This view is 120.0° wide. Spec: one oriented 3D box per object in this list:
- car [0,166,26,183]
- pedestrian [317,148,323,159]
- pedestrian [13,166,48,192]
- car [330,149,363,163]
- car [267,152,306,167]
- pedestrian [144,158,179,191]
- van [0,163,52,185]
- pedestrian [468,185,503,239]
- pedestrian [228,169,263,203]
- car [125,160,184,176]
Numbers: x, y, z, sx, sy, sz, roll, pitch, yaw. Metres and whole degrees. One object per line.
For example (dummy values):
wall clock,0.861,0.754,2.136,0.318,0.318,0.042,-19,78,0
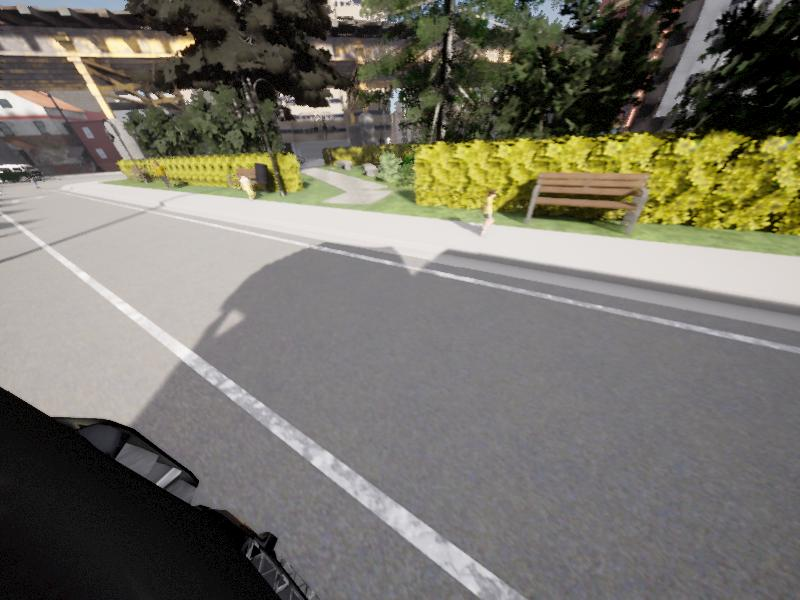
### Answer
car,-56.125,-17.133,31.726,4.605,1.855,1.932,-10,35,-11
pedestrian,-16.379,-30.055,47.457,0.751,1.860,0.751,-10,35,-10
pedestrian,-32.515,-10.671,20.376,0.751,1.860,0.751,26,44,36
car,-8.761,-23.576,37.845,5.027,1.651,2.152,-10,35,-11
car,-17.557,-21.962,36.132,5.027,1.651,2.152,-10,35,-11
pedestrian,-15.991,-8.425,15.544,0.751,1.860,0.751,16,39,26
van,-49.767,-16.323,29.903,4.480,2.038,2.069,-10,35,-11
pedestrian,1.999,-2.082,5.499,0.500,1.100,0.500,0,34,4
pedestrian,-7.260,-5.398,10.915,0.751,1.300,0.751,20,40,30
car,-34.758,-18.831,32.867,5.366,1.575,1.801,-10,35,-11
